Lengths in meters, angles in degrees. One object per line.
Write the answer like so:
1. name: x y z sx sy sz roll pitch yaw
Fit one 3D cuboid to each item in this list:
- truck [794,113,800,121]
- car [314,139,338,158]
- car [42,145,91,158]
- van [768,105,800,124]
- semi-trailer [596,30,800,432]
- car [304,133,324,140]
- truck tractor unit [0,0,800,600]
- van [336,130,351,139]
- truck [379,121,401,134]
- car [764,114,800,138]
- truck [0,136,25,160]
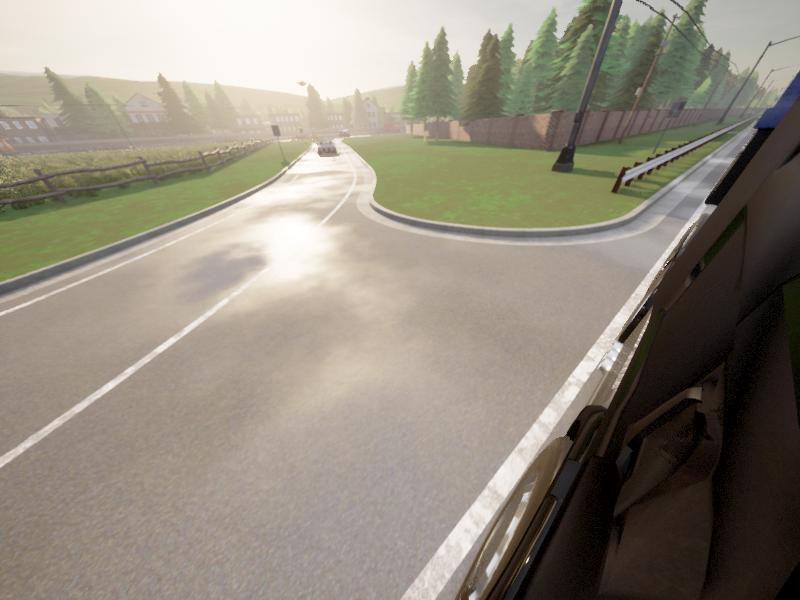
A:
1. truck: 81.216 -37.419 44.885 8.468 3.827 2.891 -27 43 -29
2. car: -7.869 -16.378 24.824 1.994 1.385 4.181 -10 37 -9
3. car: -66.299 -29.673 46.135 5.238 1.638 1.930 -27 43 -28
4. van: 67.931 -32.722 40.675 6.366 2.431 2.351 -27 43 -29
5. semi-trailer: 8.779 -3.558 4.133 14.254 4.402 2.717 -27 43 -29
6. car: -26.200 -50.044 70.639 5.366 1.575 1.801 -27 43 -29
7. truck tractor unit: 2.645 -0.295 0.351 6.516 4.208 3.053 -28 44 -30
8. van: -15.711 -46.452 64.785 2.069 2.038 4.480 6 38 12
9. truck: -3.718 -67.775 90.867 8.468 3.827 2.891 -27 43 -29
10. car: 36.218 -16.111 21.349 5.027 1.651 2.152 -27 43 -29
11. truck: -83.483 -29.886 45.728 8.468 3.827 2.891 -27 43 -29
